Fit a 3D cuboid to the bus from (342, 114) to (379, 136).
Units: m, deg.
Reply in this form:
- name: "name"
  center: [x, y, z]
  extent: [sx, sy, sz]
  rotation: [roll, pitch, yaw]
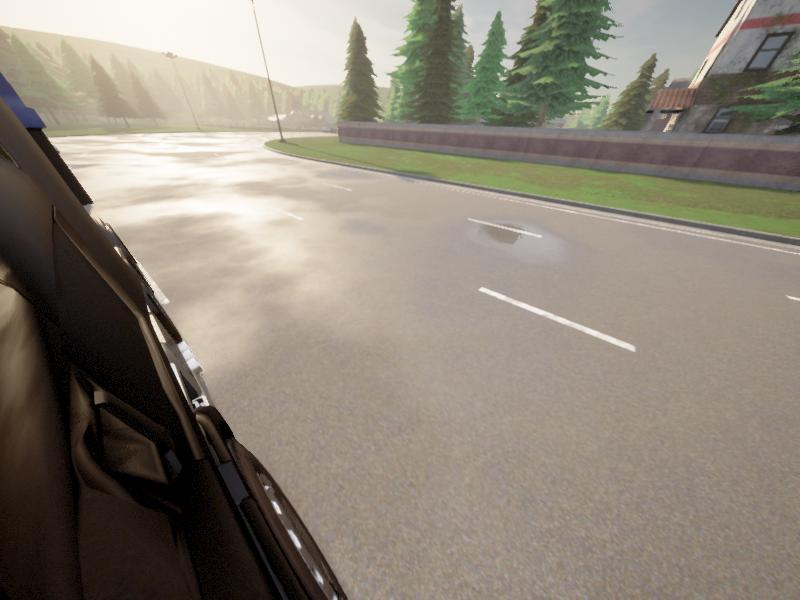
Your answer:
- name: "bus"
  center: [-10.121, -45.888, 60.823]
  extent: [3.944, 4.253, 10.273]
  rotation: [19, 40, 21]

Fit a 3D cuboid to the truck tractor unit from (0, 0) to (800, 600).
- name: "truck tractor unit"
  center: [-2.645, -0.295, 0.352]
  extent: [6.516, 4.208, 3.053]
  rotation: [28, 44, 30]

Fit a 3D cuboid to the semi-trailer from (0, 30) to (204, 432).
- name: "semi-trailer"
  center: [-8.810, -3.525, 4.118]
  extent: [14.254, 4.402, 2.717]
  rotation: [27, 43, 29]
